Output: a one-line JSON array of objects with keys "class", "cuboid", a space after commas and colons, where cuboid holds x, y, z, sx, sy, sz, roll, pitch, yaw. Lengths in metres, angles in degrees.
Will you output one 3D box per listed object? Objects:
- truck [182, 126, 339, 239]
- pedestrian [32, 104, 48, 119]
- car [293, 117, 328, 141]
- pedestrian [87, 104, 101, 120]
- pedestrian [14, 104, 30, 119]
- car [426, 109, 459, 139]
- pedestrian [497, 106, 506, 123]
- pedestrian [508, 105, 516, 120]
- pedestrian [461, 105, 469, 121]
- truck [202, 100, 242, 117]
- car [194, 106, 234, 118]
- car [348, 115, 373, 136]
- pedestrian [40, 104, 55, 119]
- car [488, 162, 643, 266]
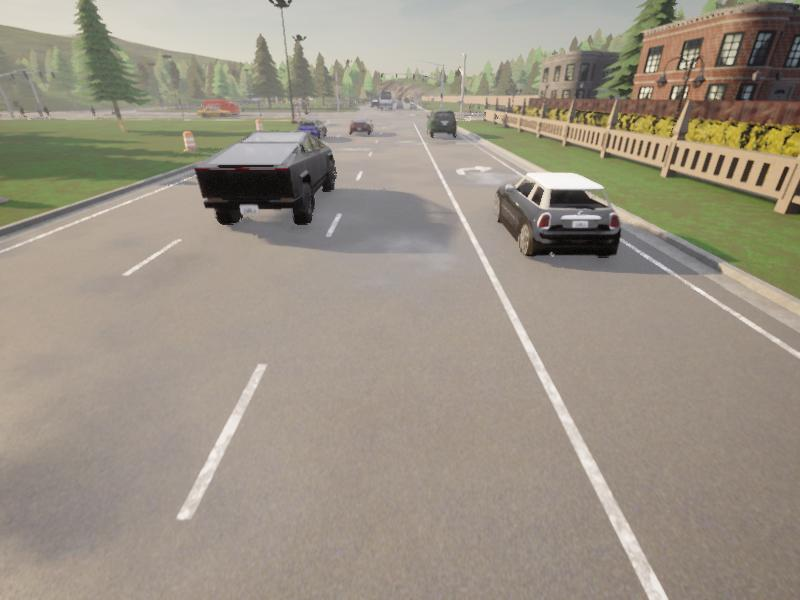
[{"class": "truck", "cuboid": [-3.496, -3.816, 11.880, 2.390, 2.098, 6.274, 0, 27, 0]}, {"class": "pedestrian", "cuboid": [-50.347, -26.347, 55.967, 0.751, 1.860, 0.751, 2, 27, 4]}, {"class": "car", "cuboid": [-7.002, -13.623, 31.820, 1.816, 1.474, 4.193, 0, 27, 0]}, {"class": "pedestrian", "cuboid": [-41.919, -25.715, 54.730, 0.751, 1.860, 0.751, 2, 27, 4]}, {"class": "pedestrian", "cuboid": [-52.306, -26.058, 55.399, 0.751, 1.860, 0.751, 1, 27, 2]}, {"class": "car", "cuboid": [3.502, -14.967, 33.835, 2.150, 2.045, 5.566, 0, 27, 0]}, {"class": "pedestrian", "cuboid": [12.414, -22.772, 48.978, 0.751, 1.860, 0.751, -1, 27, -2]}, {"class": "pedestrian", "cuboid": [14.906, -24.894, 53.146, 0.751, 1.860, 0.751, 2, 27, 5]}, {"class": "pedestrian", "cuboid": [8.607, -24.797, 52.953, 0.751, 1.860, 0.751, -5, 27, -10]}, {"class": "truck", "cuboid": [-30.070, -32.502, 67.774, 5.204, 2.467, 2.627, 0, 27, 1]}, {"class": "car", "cuboid": [-30.088, -30.499, 64.866, 5.366, 1.575, 1.801, 0, 27, 1]}, {"class": "car", "cuboid": [-3.499, -15.889, 36.305, 1.812, 1.442, 4.674, 0, 27, 0]}, {"class": "pedestrian", "cuboid": [-49.254, -26.282, 55.839, 0.751, 1.860, 0.751, 2, 27, 4]}, {"class": "car", "cuboid": [3.503, -2.206, 9.408, 1.970, 1.475, 3.806, 0, 27, 0]}]
